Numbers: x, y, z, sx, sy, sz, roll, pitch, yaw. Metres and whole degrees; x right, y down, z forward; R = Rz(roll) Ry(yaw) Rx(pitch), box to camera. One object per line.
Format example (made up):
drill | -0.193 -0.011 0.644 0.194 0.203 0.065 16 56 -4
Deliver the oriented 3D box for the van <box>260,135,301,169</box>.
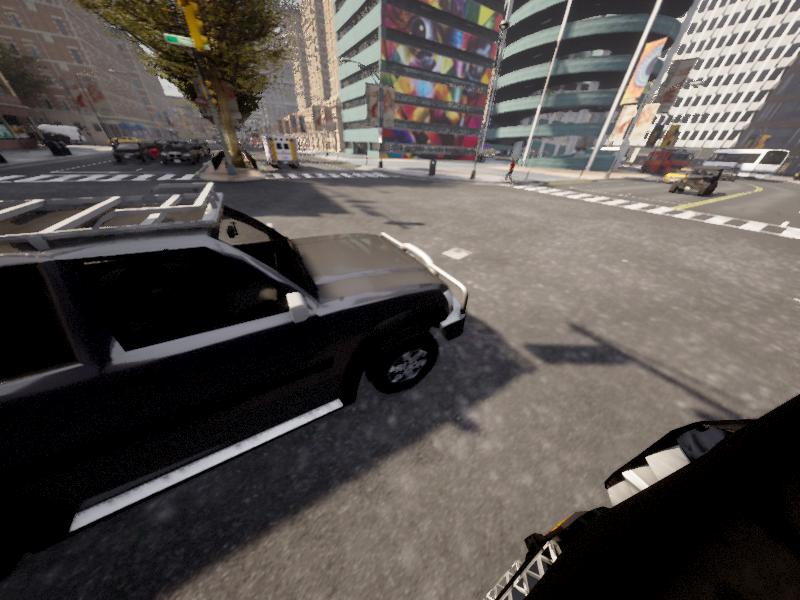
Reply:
van | -11.681 -14.383 22.417 2.351 2.431 6.366 -16 38 -26

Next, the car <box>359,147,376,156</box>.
car | -7.841 -35.337 54.830 2.161 1.482 4.786 -16 38 -26

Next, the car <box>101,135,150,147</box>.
car | -49.350 -28.670 41.677 1.801 1.575 5.366 27 41 32

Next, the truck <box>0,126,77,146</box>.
truck | -54.567 -24.654 34.779 6.274 2.098 2.390 -17 38 -27

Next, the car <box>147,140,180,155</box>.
car | -30.436 -19.774 29.884 1.837 1.490 4.892 -16 38 -27

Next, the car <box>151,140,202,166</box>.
car | -19.793 -13.238 20.750 2.242 1.667 4.611 -16 38 -26

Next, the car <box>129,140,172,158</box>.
car | -27.113 -16.542 25.267 2.007 1.525 4.514 -16 38 -26

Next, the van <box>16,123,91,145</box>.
van | -55.793 -26.789 37.490 5.915 2.561 1.988 -18 39 -28

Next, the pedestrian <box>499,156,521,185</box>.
pedestrian | 8.562 -10.072 17.992 0.751 1.860 0.751 -17 39 -28

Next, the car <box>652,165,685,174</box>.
car | 52.627 -25.755 45.496 1.895 1.301 4.718 9 34 10

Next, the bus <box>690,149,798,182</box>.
bus | 58.411 -23.634 40.100 3.944 4.253 10.273 9 34 10

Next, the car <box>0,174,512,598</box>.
car | -1.669 0.116 1.945 4.605 1.855 1.932 -16 38 -26

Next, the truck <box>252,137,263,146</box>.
truck | -53.102 -59.097 86.220 2.627 2.467 5.204 -16 38 -26

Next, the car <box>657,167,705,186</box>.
car | 30.788 -13.574 25.276 5.366 1.575 1.801 -17 39 -27

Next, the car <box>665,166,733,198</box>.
car | 23.051 -9.197 17.828 3.866 1.878 1.905 -17 38 -27

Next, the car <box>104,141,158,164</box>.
car | -23.725 -13.214 20.613 1.812 1.442 4.674 -16 38 -26

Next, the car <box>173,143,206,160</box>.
car | -23.453 -16.711 25.948 1.994 1.385 4.181 -16 38 -26

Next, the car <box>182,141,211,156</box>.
car | -26.808 -20.085 30.618 2.128 1.511 4.902 -16 38 -26

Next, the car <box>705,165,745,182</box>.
car | 46.316 -18.145 33.063 1.905 1.878 3.866 24 39 28

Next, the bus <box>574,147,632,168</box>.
bus | 54.243 -38.701 62.375 3.944 4.253 10.273 -11 36 -20

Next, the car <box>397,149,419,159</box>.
car | 1.563 -30.638 48.443 2.128 1.511 4.902 -16 38 -26

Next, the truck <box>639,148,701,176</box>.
truck | 48.175 -25.018 41.765 2.891 3.827 8.468 14 35 16

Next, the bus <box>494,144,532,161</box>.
bus | 36.995 -48.921 76.362 3.944 4.253 10.273 -16 38 -26
